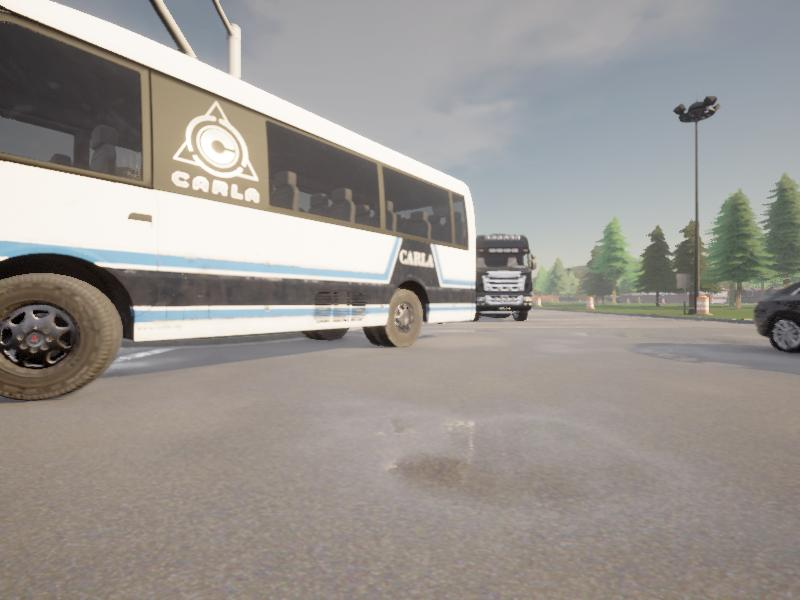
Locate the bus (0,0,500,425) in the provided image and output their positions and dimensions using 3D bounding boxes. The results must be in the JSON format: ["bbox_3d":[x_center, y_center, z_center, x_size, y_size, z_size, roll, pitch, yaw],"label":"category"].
[{"bbox_3d":[-2.289,-1.125,7.484,3.944,4.253,10.273,1,1,40],"label":"bus"}]

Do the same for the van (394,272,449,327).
[{"bbox_3d":[0.838,-0.033,17.081,2.069,2.038,4.480,0,0,1],"label":"van"}]

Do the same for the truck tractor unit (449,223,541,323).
[{"bbox_3d":[4.411,-1.125,20.180,3.053,4.208,6.516,0,0,0],"label":"truck tractor unit"}]

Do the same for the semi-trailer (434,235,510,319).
[{"bbox_3d":[4.368,-1.223,28.091,2.717,4.402,14.254,0,0,0],"label":"semi-trailer"}]

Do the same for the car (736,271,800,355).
[{"bbox_3d":[7.980,0.233,5.939,1.837,1.490,4.892,0,0,0],"label":"car"}]
